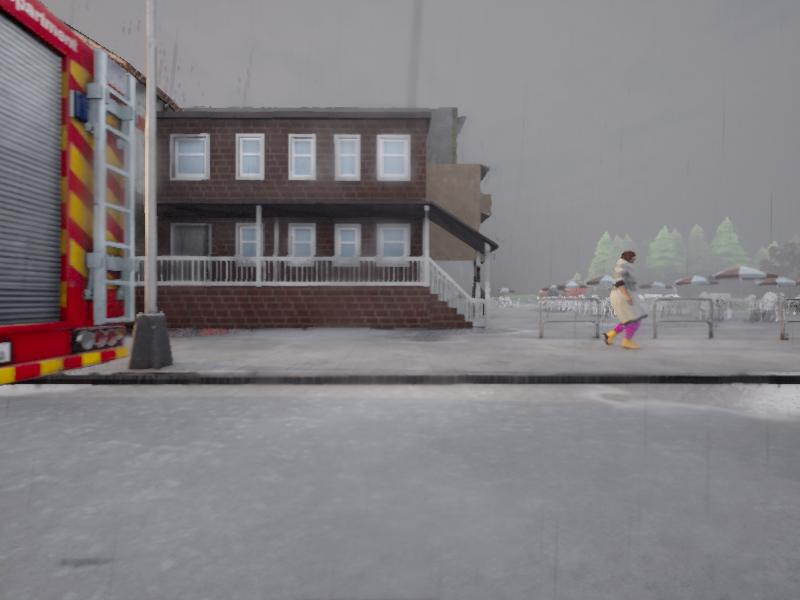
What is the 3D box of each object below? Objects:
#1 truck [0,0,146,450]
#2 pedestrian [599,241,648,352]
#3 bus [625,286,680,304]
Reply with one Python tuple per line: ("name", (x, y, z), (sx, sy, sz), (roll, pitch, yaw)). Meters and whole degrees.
("truck", (-6.881, -0.925, 2.682), (8.468, 3.827, 2.891), (0, 0, -1))
("pedestrian", (4.039, -0.065, 7.227), (0.751, 1.860, 0.751), (0, 0, 31))
("bus", (58.718, -1.103, 93.326), (10.273, 4.253, 3.944), (0, 0, 0))
